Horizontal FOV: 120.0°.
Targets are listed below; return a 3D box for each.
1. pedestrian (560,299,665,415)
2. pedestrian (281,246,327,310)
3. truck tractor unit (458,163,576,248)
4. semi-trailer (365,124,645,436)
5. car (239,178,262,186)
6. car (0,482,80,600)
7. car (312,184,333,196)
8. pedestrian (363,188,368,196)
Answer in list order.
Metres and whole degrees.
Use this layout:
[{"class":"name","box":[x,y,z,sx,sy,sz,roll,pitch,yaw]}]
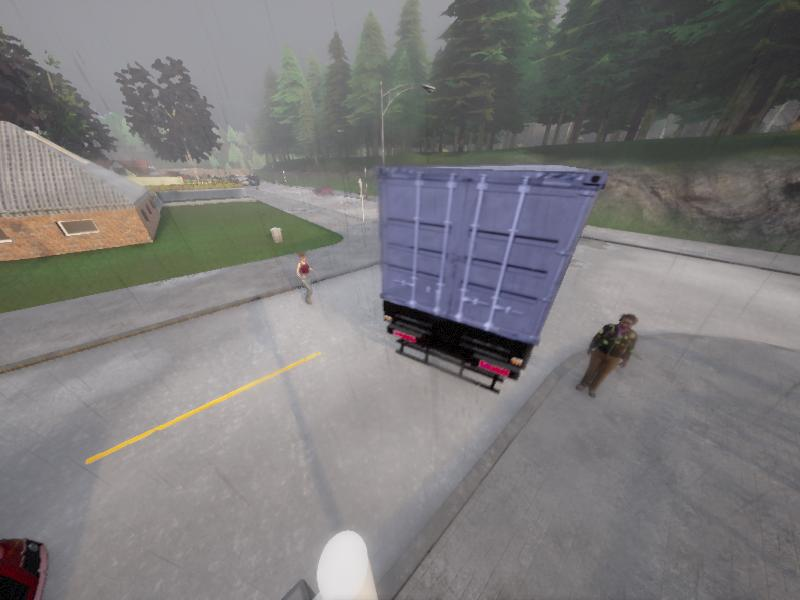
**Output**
[{"class":"pedestrian","box":[3.798,1.044,4.252,0.751,1.860,0.751,-25,39,-37]},{"class":"pedestrian","box":[-3.064,-0.701,7.518,0.751,1.860,0.751,8,31,14]},{"class":"truck tractor unit","box":[6.781,-6.469,15.166,3.053,4.208,6.516,-3,30,-8]},{"class":"semi-trailer","box":[4.154,-2.972,8.901,2.717,4.402,14.254,16,34,24]},{"class":"car","box":[-36.777,-28.890,56.720,4.974,1.542,2.038,13,33,22]},{"class":"car","box":[-5.209,3.438,0.890,4.181,1.385,1.994,-23,37,-34]},{"class":"car","box":[-12.776,-18.067,37.974,1.845,1.501,3.633,-23,37,-34]},{"class":"pedestrian","box":[-5.442,-17.094,36.463,0.500,1.100,0.500,18,35,29]}]
